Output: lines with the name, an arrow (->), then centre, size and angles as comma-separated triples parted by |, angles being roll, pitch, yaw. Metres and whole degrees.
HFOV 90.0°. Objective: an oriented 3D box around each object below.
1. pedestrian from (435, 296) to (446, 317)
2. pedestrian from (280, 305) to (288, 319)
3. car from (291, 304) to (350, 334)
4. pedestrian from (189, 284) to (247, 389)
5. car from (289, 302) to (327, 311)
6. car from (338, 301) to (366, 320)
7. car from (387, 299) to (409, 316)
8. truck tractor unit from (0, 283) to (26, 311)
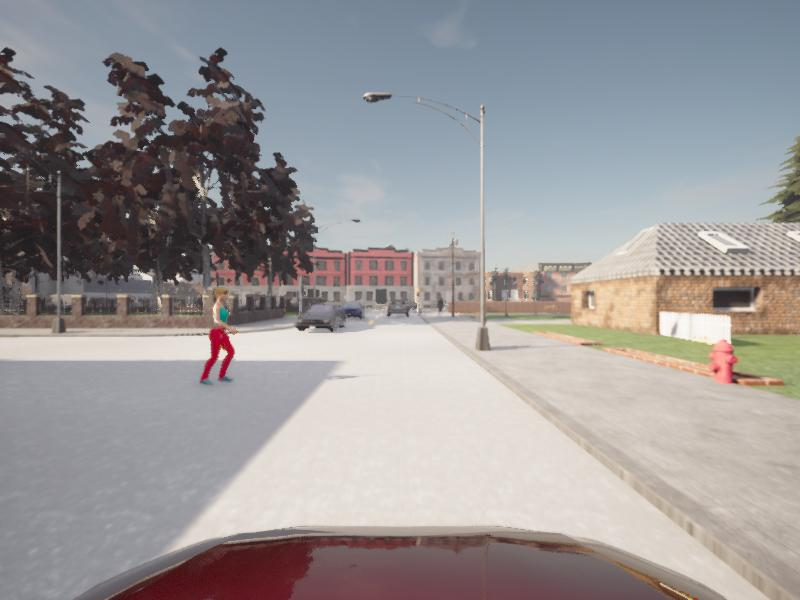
pedestrian -> 3.671, 0.587, 36.232 | 0.751, 1.860, 0.751 | 0, 0, 19
pedestrian -> -9.340, 0.962, 32.309 | 0.500, 1.100, 0.500 | 0, 0, -1
car -> -4.126, 0.927, 21.846 | 2.033, 1.411, 5.357 | 0, 0, 2
pedestrian -> -3.384, 0.649, 7.503 | 0.751, 1.860, 0.751 | 0, 0, -2
car -> -13.897, 0.986, 60.796 | 5.357, 1.411, 2.033 | 0, 0, 0
car -> -4.122, 0.875, 35.028 | 1.882, 1.535, 5.008 | 0, 0, -1
car -> -0.172, 0.810, 41.692 | 2.242, 1.667, 4.611 | 0, -1, 1
truck tractor unit -> -61.504, -0.434, 60.779 | 6.516, 4.208, 3.053 | 0, 0, 1
